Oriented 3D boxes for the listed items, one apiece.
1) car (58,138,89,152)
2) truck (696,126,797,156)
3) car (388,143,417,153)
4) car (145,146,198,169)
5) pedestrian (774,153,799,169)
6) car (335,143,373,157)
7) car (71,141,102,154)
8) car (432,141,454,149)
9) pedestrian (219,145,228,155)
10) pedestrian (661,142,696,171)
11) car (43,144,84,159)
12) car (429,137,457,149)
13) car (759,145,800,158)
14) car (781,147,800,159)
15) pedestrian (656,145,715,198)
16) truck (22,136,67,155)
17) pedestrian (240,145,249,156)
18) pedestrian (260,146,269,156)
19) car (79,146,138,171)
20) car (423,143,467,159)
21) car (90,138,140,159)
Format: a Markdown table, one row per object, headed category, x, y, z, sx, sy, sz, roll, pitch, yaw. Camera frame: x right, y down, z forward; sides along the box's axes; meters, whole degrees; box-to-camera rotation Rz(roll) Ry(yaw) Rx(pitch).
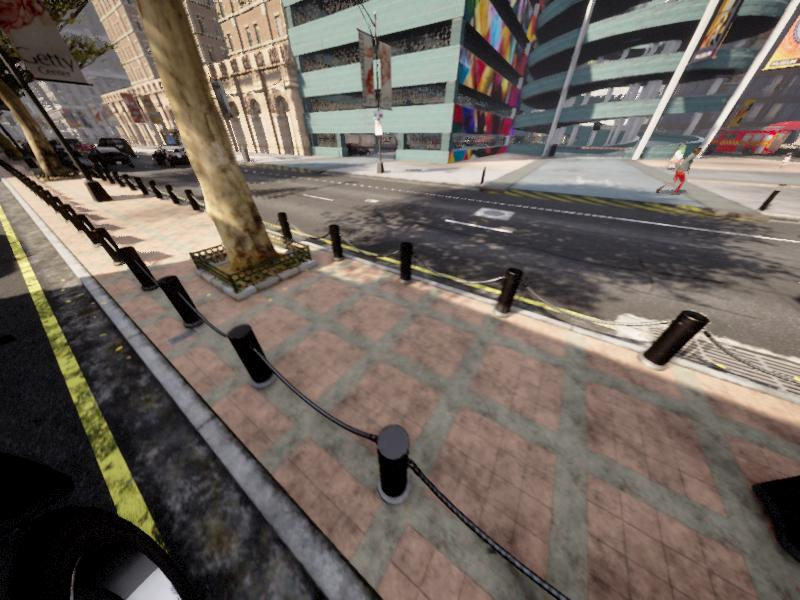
| category | x | y | z | sx | sy | sz | roll | pitch | yaw |
| --- | --- | --- | --- | --- | --- | --- | --- | --- | --- |
| car | -55.218 | -26.247 | 39.089 | 3.866 | 1.878 | 1.905 | 21 | 40 | 26 |
| truck | 58.371 | -27.150 | 39.538 | 2.891 | 3.827 | 8.468 | -5 | 36 | -8 |
| car | 0.393 | -26.219 | 39.735 | 4.718 | 1.301 | 1.895 | 21 | 40 | 26 |
| car | -20.362 | -12.792 | 20.613 | 3.806 | 1.475 | 1.970 | 21 | 40 | 27 |
| pedestrian | 32.798 | -11.791 | 19.622 | 0.500 | 1.100 | 0.500 | 25 | 42 | 31 |
| car | -6.303 | -20.820 | 31.940 | 4.786 | 1.482 | 2.161 | 21 | 40 | 26 |
| car | -47.636 | -23.232 | 35.131 | 3.705 | 1.549 | 1.789 | 21 | 40 | 26 |
| car | 9.770 | -35.422 | 52.787 | 4.514 | 1.523 | 2.007 | 21 | 40 | 26 |
| pedestrian | -23.252 | -19.718 | 30.435 | 0.500 | 1.100 | 0.500 | 21 | 40 | 26 |
| pedestrian | 21.804 | -11.265 | 18.132 | 0.751 | 1.860 | 0.751 | 12 | 37 | 17 |
| car | -41.650 | -18.456 | 28.576 | 4.181 | 1.385 | 1.994 | 21 | 40 | 26 |
| car | 9.821 | -35.724 | 52.535 | 5.566 | 2.045 | 2.435 | 21 | 40 | 26 |
| car | 62.102 | -23.746 | 36.812 | 2.128 | 1.511 | 4.902 | -1 | 35 | -2 |
| car | 58.039 | -20.723 | 32.556 | 1.994 | 1.385 | 4.181 | 5 | 35 | 6 |
| pedestrian | 12.062 | -5.483 | 9.857 | 0.751 | 1.860 | 0.751 | 23 | 41 | 29 |
| truck | -52.731 | -22.982 | 34.274 | 6.274 | 2.098 | 2.390 | 21 | 40 | 26 |
| pedestrian | -20.406 | -19.587 | 30.271 | 0.500 | 1.100 | 0.500 | 26 | 42 | 31 |
| pedestrian | -17.271 | -18.992 | 29.451 | 0.500 | 1.100 | 0.500 | 21 | 40 | 27 |
| car | -24.455 | -11.949 | 19.370 | 4.892 | 1.490 | 1.837 | 21 | 40 | 27 |
| car | 5.652 | -19.140 | 29.580 | 4.902 | 1.511 | 2.128 | 21 | 40 | 26 |
| car | -34.613 | -18.460 | 28.048 | 5.566 | 2.045 | 2.150 | 21 | 40 | 26 |
